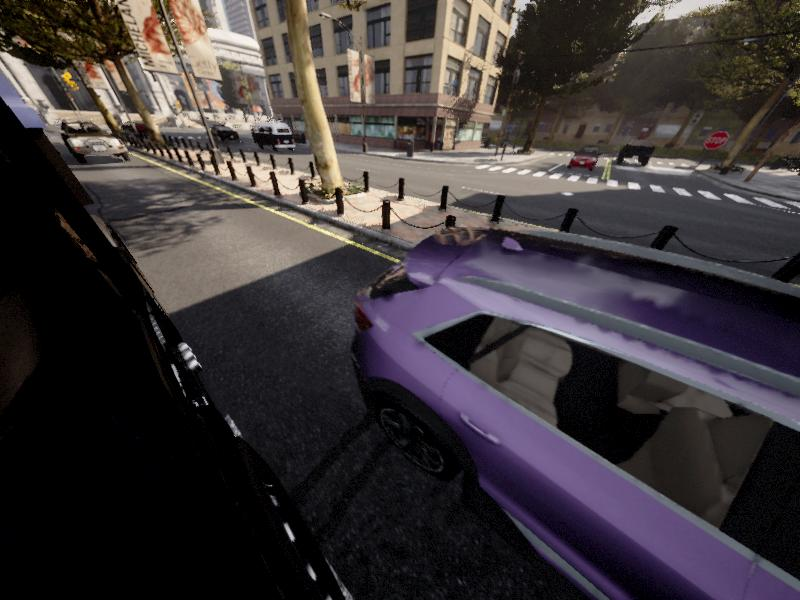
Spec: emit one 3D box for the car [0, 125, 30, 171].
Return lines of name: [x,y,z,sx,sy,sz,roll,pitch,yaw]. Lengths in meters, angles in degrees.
car: [-19.205,-7.042,10.564,4.892,1.490,1.837,27,43,28]

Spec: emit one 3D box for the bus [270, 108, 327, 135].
bus: [-21.907,-39.043,50.798,3.944,4.253,10.273,27,43,29]

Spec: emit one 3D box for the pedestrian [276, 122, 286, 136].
pedestrian: [-20.664,-29.755,40.181,0.751,1.860,0.751,22,41,24]

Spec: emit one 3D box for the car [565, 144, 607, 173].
car: [14.913,-11.393,18.477,1.851,1.617,3.988,27,43,28]

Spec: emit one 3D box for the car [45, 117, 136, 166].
car: [-16.914,-8.718,12.629,4.605,1.855,1.932,26,43,28]

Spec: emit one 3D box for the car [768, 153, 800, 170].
car: [47.893,-16.329,27.388,4.181,1.385,1.994,28,43,29]

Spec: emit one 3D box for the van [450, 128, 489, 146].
van: [13.251,-31.511,44.533,6.366,2.431,2.351,27,43,28]

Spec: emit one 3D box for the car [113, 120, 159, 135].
car: [-36.449,-23.840,31.881,4.792,1.488,2.163,17,39,18]

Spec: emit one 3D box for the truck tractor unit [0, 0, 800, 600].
truck tractor unit: [-2.645,-0.295,0.351,6.516,4.208,3.053,28,44,30]

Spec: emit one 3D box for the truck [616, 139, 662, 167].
truck: [24.801,-15.576,24.282,2.390,2.098,6.274,26,42,28]

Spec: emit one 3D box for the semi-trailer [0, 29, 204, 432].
semi-trailer: [-8.812,-3.529,4.108,14.254,4.402,2.717,27,43,28]

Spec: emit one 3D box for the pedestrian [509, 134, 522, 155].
pedestrian: [12.885,-17.387,25.839,0.751,1.860,0.751,17,39,19]

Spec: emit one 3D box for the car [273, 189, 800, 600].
car: [1.749,0.786,1.358,4.856,1.649,2.033,27,43,29]

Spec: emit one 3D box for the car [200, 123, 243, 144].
car: [-20.545,-19.206,26.589,5.238,1.638,1.930,27,43,29]

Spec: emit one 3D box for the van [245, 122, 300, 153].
van: [-11.619,-14.896,21.076,4.480,2.038,2.069,27,43,29]
